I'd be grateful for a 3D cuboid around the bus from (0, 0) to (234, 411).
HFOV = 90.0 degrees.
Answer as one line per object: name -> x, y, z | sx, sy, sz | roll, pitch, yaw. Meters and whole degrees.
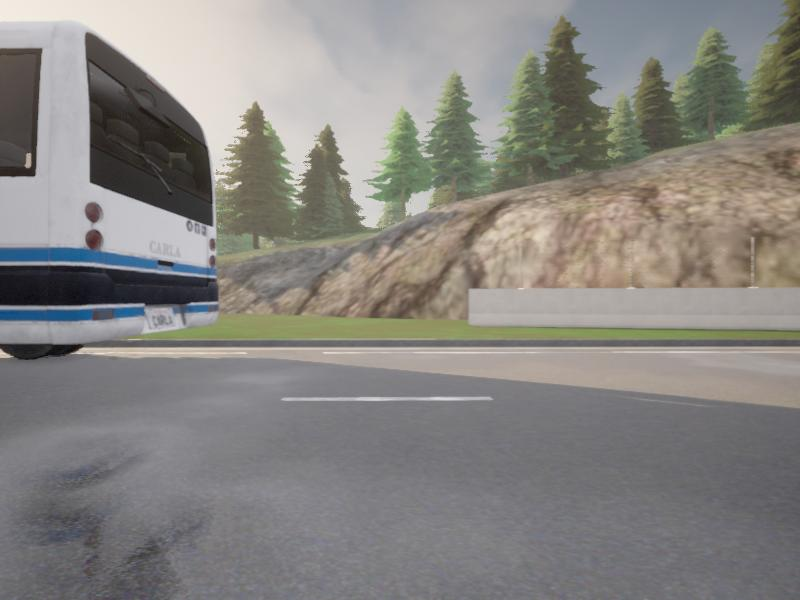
bus -> -8.306, -1.137, 5.686 | 10.273, 4.253, 3.944 | 0, 0, 1
